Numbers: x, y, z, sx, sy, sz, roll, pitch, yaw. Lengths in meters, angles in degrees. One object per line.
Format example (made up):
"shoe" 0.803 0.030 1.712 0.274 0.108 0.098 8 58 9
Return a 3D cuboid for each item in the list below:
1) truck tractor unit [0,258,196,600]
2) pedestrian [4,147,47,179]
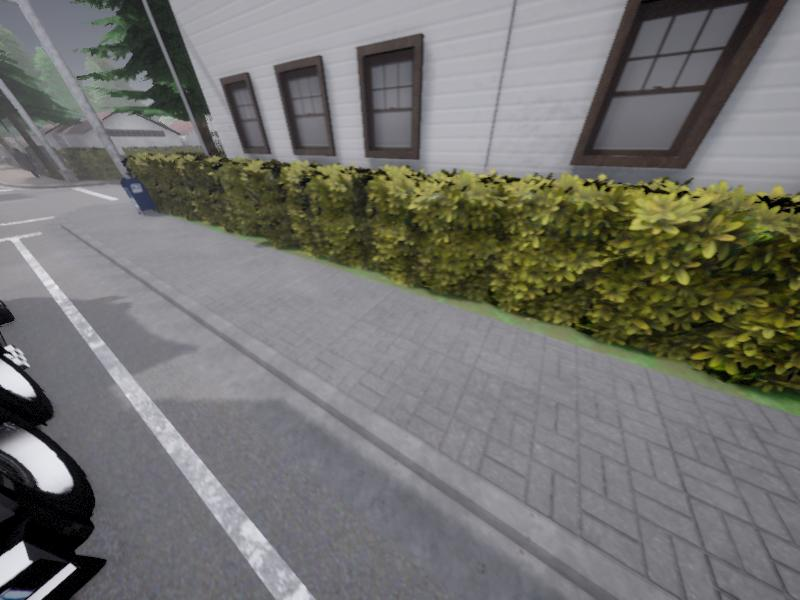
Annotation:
"truck tractor unit" -5.104 -0.306 0.796 6.516 4.208 3.053 19 39 25
"pedestrian" -25.869 -9.507 16.006 0.751 1.860 0.751 23 41 30
